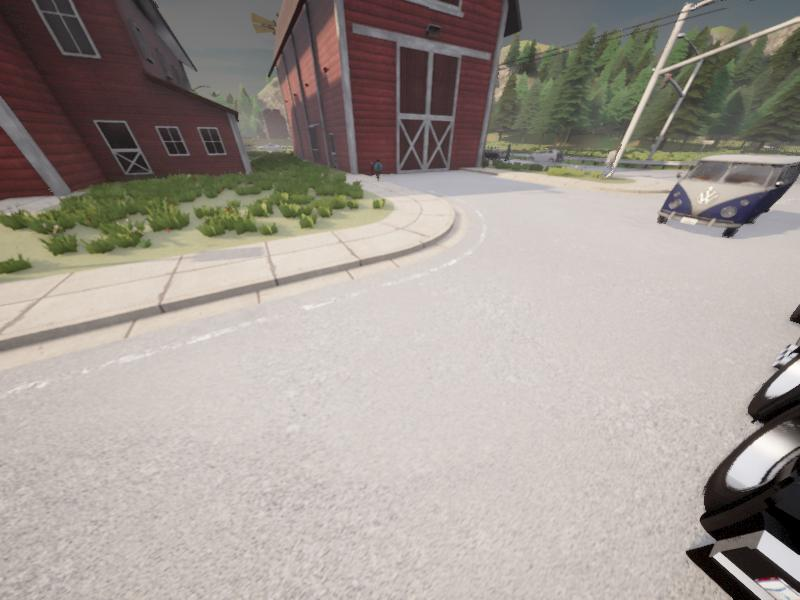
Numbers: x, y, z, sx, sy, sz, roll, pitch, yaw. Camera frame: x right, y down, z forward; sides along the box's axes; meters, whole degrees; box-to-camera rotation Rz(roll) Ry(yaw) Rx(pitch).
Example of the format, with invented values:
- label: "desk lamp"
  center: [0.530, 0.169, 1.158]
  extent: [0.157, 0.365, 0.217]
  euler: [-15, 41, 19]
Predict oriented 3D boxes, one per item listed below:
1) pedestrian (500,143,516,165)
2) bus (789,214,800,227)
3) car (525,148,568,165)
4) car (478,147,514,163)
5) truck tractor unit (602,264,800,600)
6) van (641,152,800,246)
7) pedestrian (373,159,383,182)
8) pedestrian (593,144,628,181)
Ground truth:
- label: "pedestrian"
  center: [11.136, -15.047, 23.834]
  extent: [0.751, 1.860, 0.751]
  euler: [-17, 39, -23]
- label: "bus"
  center: [17.941, -4.603, 7.039]
  extent: [10.273, 4.253, 3.944]
  euler: [-18, 39, -25]
- label: "car"
  center: [17.408, -17.187, 27.564]
  extent: [1.845, 1.501, 3.633]
  euler: [-17, 39, -24]
- label: "car"
  center: [12.109, -18.565, 29.474]
  extent: [1.789, 1.549, 3.705]
  euler: [-17, 39, -24]
- label: "truck tractor unit"
  center: [5.106, -0.307, 0.777]
  extent: [6.516, 4.208, 3.053]
  euler: [-18, 39, -24]
- label: "van"
  center: [10.015, -3.295, 7.059]
  extent: [4.442, 1.987, 1.775]
  euler: [-18, 39, -25]
- label: "pedestrian"
  center: [-1.233, -7.326, 13.041]
  extent: [0.500, 1.100, 0.500]
  euler: [-4, 35, -6]
- label: "pedestrian"
  center: [12.787, -8.368, 14.102]
  extent: [0.751, 1.860, 0.751]
  euler: [10, 36, 13]
